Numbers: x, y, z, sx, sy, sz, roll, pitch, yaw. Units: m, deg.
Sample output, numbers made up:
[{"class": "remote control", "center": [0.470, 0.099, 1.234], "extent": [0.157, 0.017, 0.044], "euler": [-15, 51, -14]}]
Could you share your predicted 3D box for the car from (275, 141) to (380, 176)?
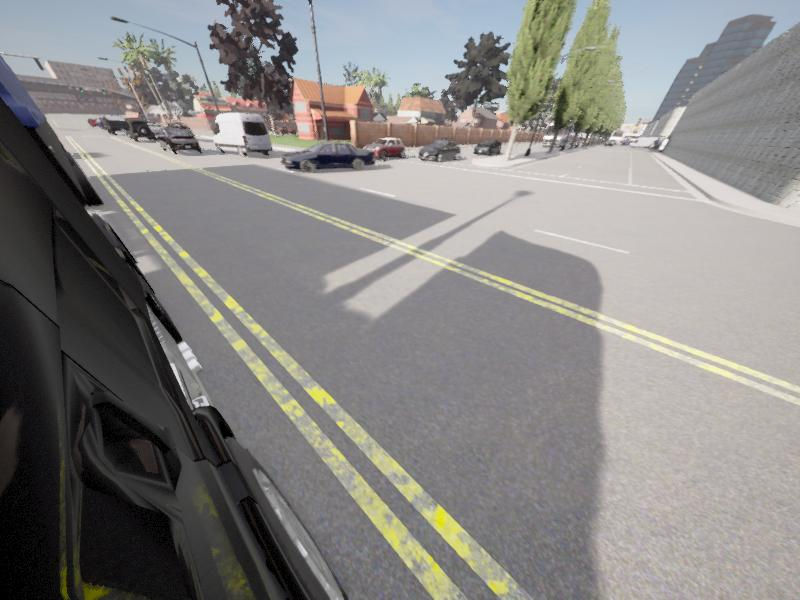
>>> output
[{"class": "car", "center": [-4.044, -8.385, 13.521], "extent": [5.357, 1.411, 2.033], "euler": [-20, 42, -27]}]

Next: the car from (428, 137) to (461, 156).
[{"class": "car", "center": [4.951, -17.101, 25.633], "extent": [1.789, 1.549, 3.705], "euler": [27, 43, 30]}]

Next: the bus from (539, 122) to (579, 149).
[{"class": "bus", "center": [33.527, -34.669, 48.671], "extent": [3.944, 4.253, 10.273], "euler": [27, 44, 30]}]

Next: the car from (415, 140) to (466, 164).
[{"class": "car", "center": [3.542, -12.807, 19.832], "extent": [1.837, 1.490, 4.892], "euler": [27, 43, 30]}]

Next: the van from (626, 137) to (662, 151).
[{"class": "van", "center": [62.205, -39.928, 59.033], "extent": [1.988, 2.561, 5.915], "euler": [-2, 37, -7]}]

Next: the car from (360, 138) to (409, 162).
[{"class": "car", "center": [-1.258, -12.743, 19.475], "extent": [1.970, 1.475, 3.806], "euler": [27, 43, 30]}]

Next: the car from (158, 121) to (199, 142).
[{"class": "car", "center": [-26.262, -20.011, 27.422], "extent": [4.605, 1.855, 1.932], "euler": [27, 43, 29]}]

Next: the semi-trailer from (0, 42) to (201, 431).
[{"class": "semi-trailer", "center": [-8.709, -3.579, 4.245], "extent": [14.254, 4.402, 2.717], "euler": [28, 44, 30]}]

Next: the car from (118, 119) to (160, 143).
[{"class": "car", "center": [-28.353, -18.408, 25.130], "extent": [3.866, 1.878, 1.905], "euler": [28, 44, 30]}]

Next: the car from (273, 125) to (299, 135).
[{"class": "car", "center": [-27.382, -40.819, 55.533], "extent": [2.152, 1.651, 5.027], "euler": [27, 43, 29]}]

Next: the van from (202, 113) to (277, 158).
[{"class": "van", "center": [-12.604, -12.896, 18.106], "extent": [5.915, 2.561, 1.988], "euler": [24, 41, 28]}]

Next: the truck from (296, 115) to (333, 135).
[{"class": "truck", "center": [-22.025, -45.552, 60.368], "extent": [2.891, 3.827, 8.468], "euler": [27, 43, 29]}]

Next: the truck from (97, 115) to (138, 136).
[{"class": "truck", "center": [-39.664, -24.481, 32.445], "extent": [6.274, 2.098, 2.390], "euler": [28, 44, 30]}]

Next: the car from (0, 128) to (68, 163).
[{"class": "car", "center": [-21.207, -8.930, 13.254], "extent": [4.181, 1.385, 1.994], "euler": [29, 44, 31]}]

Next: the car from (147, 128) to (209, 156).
[{"class": "car", "center": [-17.418, -12.447, 18.089], "extent": [4.902, 1.511, 2.128], "euler": [28, 44, 30]}]

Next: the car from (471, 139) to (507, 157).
[{"class": "car", "center": [10.235, -17.485, 26.489], "extent": [2.007, 1.525, 4.514], "euler": [28, 43, 30]}]

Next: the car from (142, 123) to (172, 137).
[{"class": "car", "center": [-34.974, -24.470, 33.230], "extent": [3.806, 1.475, 1.970], "euler": [28, 44, 30]}]

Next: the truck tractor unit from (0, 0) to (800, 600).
[{"class": "truck tractor unit", "center": [-2.645, -0.295, 0.351], "extent": [6.516, 4.208, 3.053], "euler": [28, 44, 30]}]
